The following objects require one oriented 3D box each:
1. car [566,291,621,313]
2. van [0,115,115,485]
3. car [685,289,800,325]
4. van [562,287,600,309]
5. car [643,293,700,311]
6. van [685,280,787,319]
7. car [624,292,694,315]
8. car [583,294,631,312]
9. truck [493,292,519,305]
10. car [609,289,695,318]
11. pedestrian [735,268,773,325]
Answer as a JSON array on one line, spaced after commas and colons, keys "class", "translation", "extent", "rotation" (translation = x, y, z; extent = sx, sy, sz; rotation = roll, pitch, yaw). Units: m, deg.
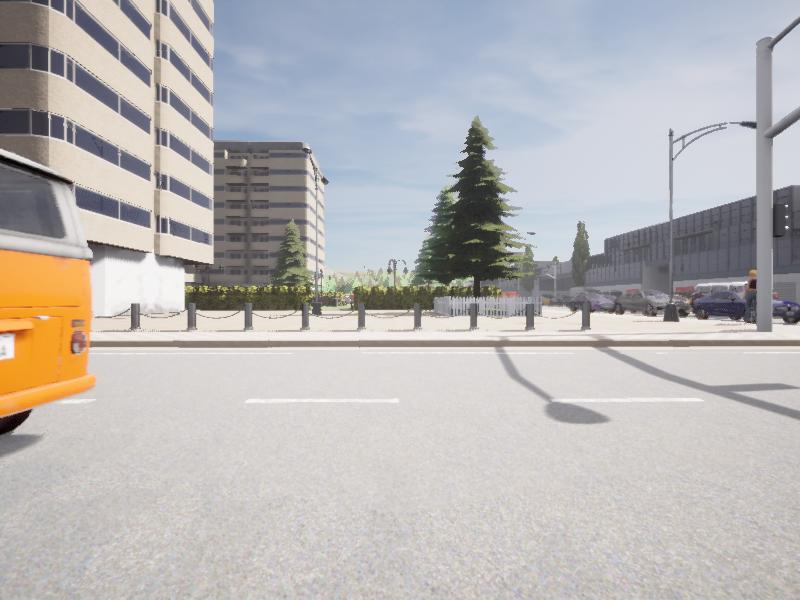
[{"class": "car", "translation": [15.420, 0.178, 32.250], "extent": [2.033, 1.649, 4.856], "rotation": [0, 0, -1]}, {"class": "van", "translation": [-4.368, -0.002, 2.117], "extent": [4.442, 1.987, 1.775], "rotation": [0, 0, 0]}, {"class": "car", "translation": [15.535, 0.270, 18.225], "extent": [1.812, 1.442, 4.674], "rotation": [0, 0, 1]}, {"class": "van", "translation": [22.224, -0.278, 49.440], "extent": [1.988, 2.561, 5.915], "rotation": [0, 0, -1]}, {"class": "car", "translation": [25.850, 0.201, 38.360], "extent": [1.801, 1.575, 5.366], "rotation": [0, 0, -1]}, {"class": "van", "translation": [19.027, -0.029, 23.001], "extent": [2.069, 2.038, 4.480], "rotation": [0, 0, -1]}, {"class": "car", "translation": [18.953, 0.223, 29.598], "extent": [1.882, 1.535, 5.008], "rotation": [0, 0, -1]}, {"class": "car", "translation": [18.868, 0.245, 36.681], "extent": [1.837, 1.490, 4.892], "rotation": [0, 0, -1]}, {"class": "truck", "translation": [21.460, -0.245, 81.262], "extent": [2.627, 2.467, 5.204], "rotation": [0, 0, -17]}, {"class": "car", "translation": [15.509, 0.181, 25.024], "extent": [2.152, 1.651, 5.027], "rotation": [0, 0, -1]}, {"class": "pedestrian", "translation": [12.039, -0.115, 13.621], "extent": [0.751, 1.860, 0.751], "rotation": [0, 0, 19]}]
